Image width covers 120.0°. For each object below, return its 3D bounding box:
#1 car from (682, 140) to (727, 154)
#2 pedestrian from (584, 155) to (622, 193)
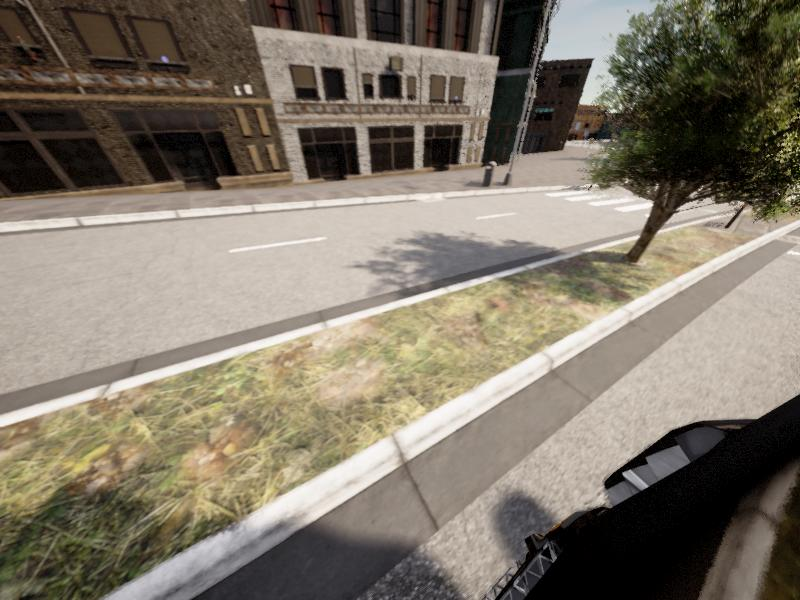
[{"bbox_3d":[45.494,-23.024,34.690,3.705,1.549,1.789,28,47,33],"label":"car"},{"bbox_3d":[11.961,-7.429,13.683,0.751,1.860,0.751,-8,37,-8],"label":"pedestrian"}]
